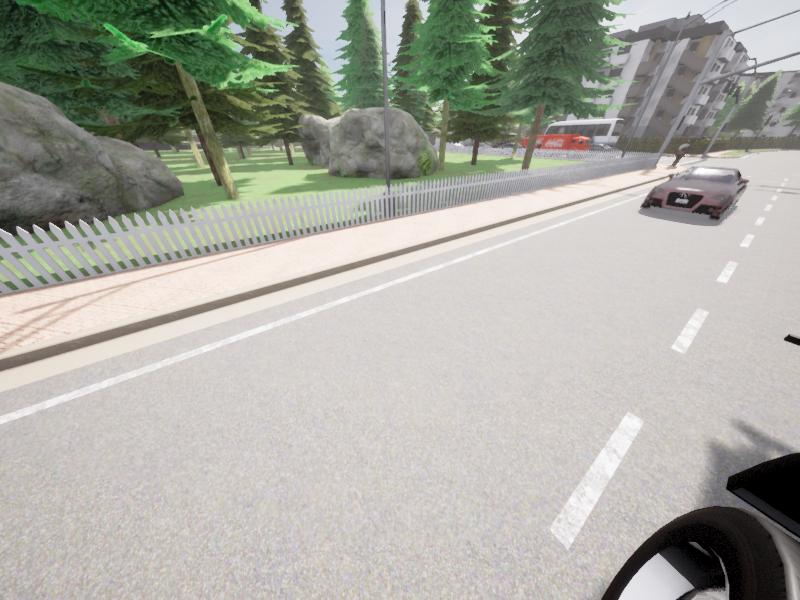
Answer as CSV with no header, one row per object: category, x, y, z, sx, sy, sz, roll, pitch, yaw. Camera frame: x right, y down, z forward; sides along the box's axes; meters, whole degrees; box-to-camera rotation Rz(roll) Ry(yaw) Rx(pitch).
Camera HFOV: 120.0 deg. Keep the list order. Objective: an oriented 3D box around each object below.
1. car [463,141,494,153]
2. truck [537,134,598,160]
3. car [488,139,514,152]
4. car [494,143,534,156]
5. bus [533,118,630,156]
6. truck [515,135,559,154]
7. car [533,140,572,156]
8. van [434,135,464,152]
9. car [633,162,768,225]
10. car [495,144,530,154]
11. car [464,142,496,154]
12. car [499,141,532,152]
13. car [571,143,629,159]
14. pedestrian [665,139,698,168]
car,14.443,-28.511,42.888,2.152,1.651,5.027,-21,40,-26
truck,20.918,-19.421,29.199,2.627,2.467,5.204,-21,40,-26
car,18.615,-28.633,42.798,1.905,1.878,3.866,-21,40,-26
car,16.917,-22.563,34.536,1.837,1.490,4.892,-21,40,-26
bus,27.481,-25.325,35.989,3.944,4.253,10.273,-21,40,-26
truck,22.294,-25.610,37.977,2.627,2.467,5.204,-21,40,-26
car,21.886,-22.030,33.399,1.905,1.878,3.866,-21,40,-26
van,9.181,-29.833,44.006,1.988,2.561,5.915,-21,40,-26
car,10.865,-4.032,8.376,4.181,1.385,1.994,-22,40,-27
car,18.367,-24.905,38.023,1.895,1.301,4.718,-21,40,-26
car,13.349,-25.721,39.046,1.837,1.490,4.892,-21,40,-26
car,21.916,-29.290,43.977,1.801,1.575,5.366,-21,40,-26
car,25.194,-18.951,29.335,2.128,1.511,4.902,-21,40,-26
pedestrian,22.189,-11.558,18.248,0.751,1.860,0.751,-21,40,-27
